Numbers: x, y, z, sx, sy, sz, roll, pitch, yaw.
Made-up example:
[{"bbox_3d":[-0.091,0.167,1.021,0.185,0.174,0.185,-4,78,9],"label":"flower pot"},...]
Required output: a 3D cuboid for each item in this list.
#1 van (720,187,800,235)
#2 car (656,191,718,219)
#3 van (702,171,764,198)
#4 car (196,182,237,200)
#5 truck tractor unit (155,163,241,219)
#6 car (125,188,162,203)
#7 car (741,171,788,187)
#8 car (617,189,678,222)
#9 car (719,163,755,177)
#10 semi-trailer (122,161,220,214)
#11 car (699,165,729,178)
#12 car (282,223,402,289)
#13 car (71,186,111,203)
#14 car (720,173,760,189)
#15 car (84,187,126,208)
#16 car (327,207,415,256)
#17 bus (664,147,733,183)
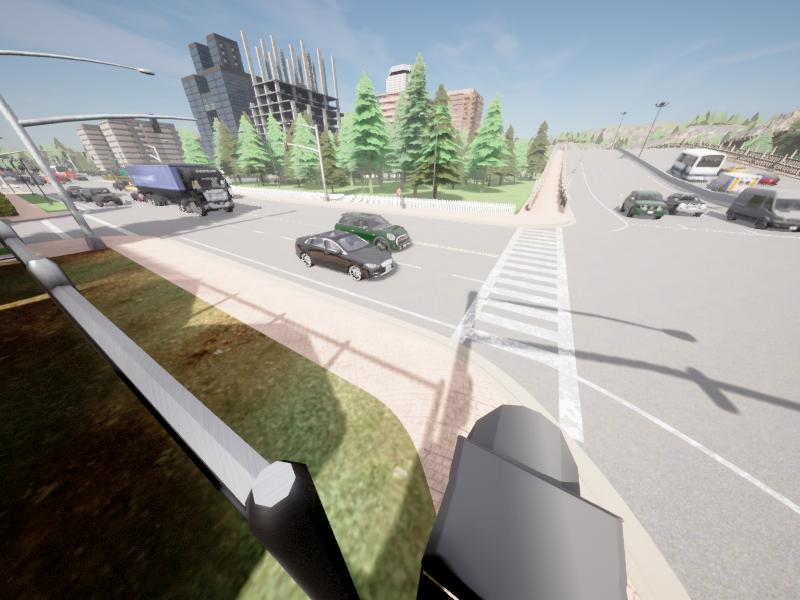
[{"bbox_3d":[28.016,-6.881,17.379,1.988,2.561,5.915,16,34,25],"label":"van"},{"bbox_3d":[26.903,-9.142,21.953,1.932,1.855,4.605,16,33,25],"label":"car"},{"bbox_3d":[46.248,-16.297,32.363,2.351,2.431,6.366,16,38,26],"label":"van"},{"bbox_3d":[-26.656,-15.949,33.572,5.566,2.045,2.150,16,34,27],"label":"car"},{"bbox_3d":[-19.106,-10.503,21.978,6.516,4.208,3.053,17,34,28],"label":"truck tractor unit"},{"bbox_3d":[-33.727,-13.771,30.381,3.806,1.475,1.970,17,34,27],"label":"car"},{"bbox_3d":[57.230,-19.222,36.452,2.163,1.488,4.792,16,41,26],"label":"car"},{"bbox_3d":[22.390,-8.824,21.243,2.150,2.045,5.566,16,34,26],"label":"car"},{"bbox_3d":[61.574,-23.943,42.386,1.801,1.575,5.366,16,41,26],"label":"car"},{"bbox_3d":[-25.749,-12.742,25.653,14.254,4.402,2.717,18,35,28],"label":"semi-trailer"},{"bbox_3d":[57.370,-23.527,42.314,1.816,1.474,4.193,16,41,26],"label":"car"},{"bbox_3d":[-2.551,-2.155,10.227,4.902,1.511,2.128,17,34,27],"label":"car"},{"bbox_3d":[-41.079,-14.033,30.671,5.238,1.638,1.930,17,34,27],"label":"car"},{"bbox_3d":[52.742,-18.555,35.954,1.816,1.474,4.193,16,40,26],"label":"car"},{"bbox_3d":[-34.142,-11.915,26.755,3.866,1.878,1.905,19,35,29],"label":"car"},{"bbox_3d":[-1.649,-4.057,13.237,4.553,1.767,2.097,17,34,27],"label":"car"},{"bbox_3d":[53.239,-24.563,41.817,3.944,4.253,10.273,16,41,26],"label":"bus"}]
